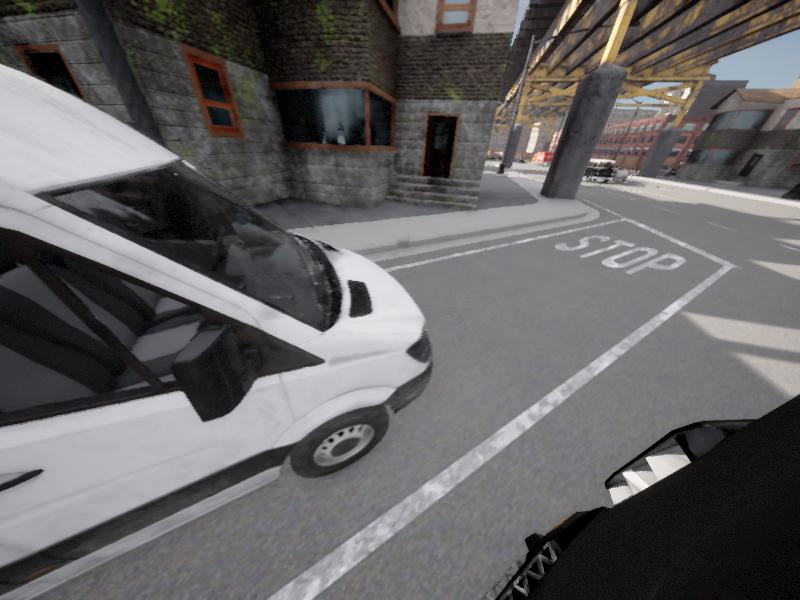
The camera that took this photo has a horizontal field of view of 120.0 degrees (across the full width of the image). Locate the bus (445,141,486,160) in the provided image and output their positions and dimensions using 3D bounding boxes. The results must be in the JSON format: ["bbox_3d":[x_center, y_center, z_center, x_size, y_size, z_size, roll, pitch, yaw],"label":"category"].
[{"bbox_3d":[19.228,-44.400,68.485,10.273,4.253,3.944,21,38,26],"label":"bus"}]

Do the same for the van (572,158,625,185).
[{"bbox_3d":[19.776,-13.036,23.302,2.069,2.038,4.480,11,34,11],"label":"van"}]

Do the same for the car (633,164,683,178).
[{"bbox_3d":[40.008,-20.126,35.962,2.038,1.542,4.974,-27,44,-37],"label":"car"}]

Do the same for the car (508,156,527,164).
[{"bbox_3d":[29.390,-35.096,57.861,1.970,1.475,3.806,-9,35,-18],"label":"car"}]

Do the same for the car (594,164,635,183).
[{"bbox_3d":[24.270,-14.500,26.316,1.845,1.501,3.633,11,35,12],"label":"car"}]

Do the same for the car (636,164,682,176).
[{"bbox_3d":[40.052,-20.236,35.845,1.853,1.218,4.536,-27,44,-37],"label":"car"}]

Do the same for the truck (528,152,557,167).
[{"bbox_3d":[30.609,-30.330,49.777,2.627,2.467,5.204,2,33,-1],"label":"truck"}]

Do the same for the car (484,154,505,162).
[{"bbox_3d":[26.051,-39.251,63.757,1.837,1.490,4.892,-21,40,-31],"label":"car"}]

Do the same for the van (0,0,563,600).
[{"bbox_3d":[-2.521,0.253,1.088,5.915,2.561,1.988,-14,37,-24],"label":"van"}]
